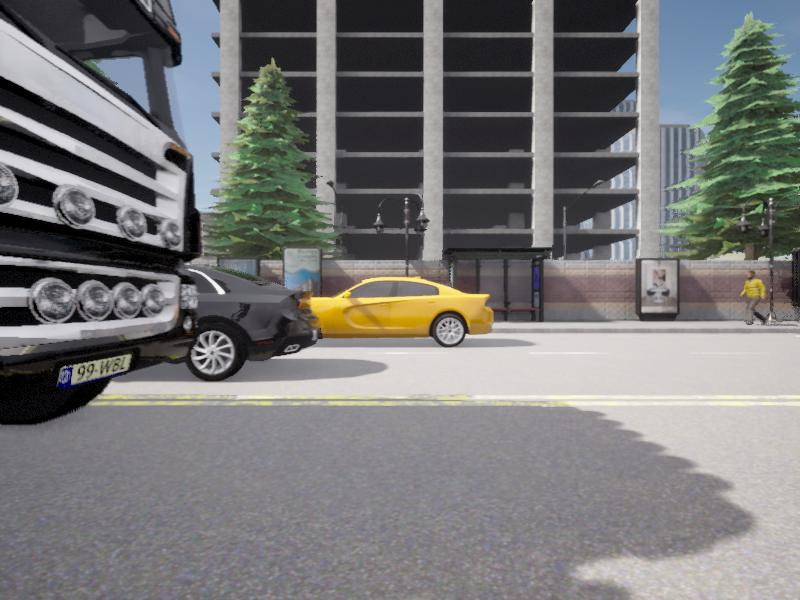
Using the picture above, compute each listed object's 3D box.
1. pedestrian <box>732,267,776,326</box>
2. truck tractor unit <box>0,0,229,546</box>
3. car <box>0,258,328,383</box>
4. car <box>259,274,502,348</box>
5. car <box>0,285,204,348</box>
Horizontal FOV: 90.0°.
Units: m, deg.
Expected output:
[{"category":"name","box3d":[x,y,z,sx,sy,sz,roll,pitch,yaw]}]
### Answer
[{"category":"pedestrian","box3d":[11.387,-0.113,12.889,0.751,1.860,0.751,0,0,4]},{"category":"truck tractor unit","box3d":[-4.858,-1.114,2.206,6.516,4.208,3.053,0,0,0]},{"category":"car","box3d":[-3.631,0.244,5.703,4.892,1.490,1.837,0,0,0]},{"category":"car","box3d":[-0.397,0.223,9.201,5.008,1.535,1.882,0,0,0]},{"category":"car","box3d":[-7.328,0.342,9.206,4.718,1.301,1.895,0,0,0]}]
